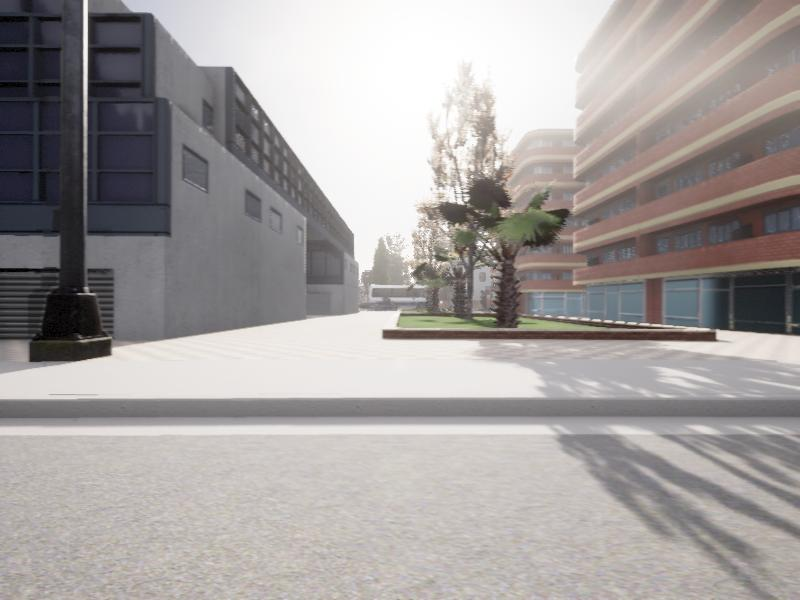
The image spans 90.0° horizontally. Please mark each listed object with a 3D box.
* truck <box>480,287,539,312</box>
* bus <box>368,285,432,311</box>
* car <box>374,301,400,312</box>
[{"bbox_3d":[17.131,-0.028,63.011,8.468,3.827,2.891,0,0,0],"label":"truck"},{"bbox_3d":[-0.004,-0.312,66.572,10.273,4.253,3.944,0,0,0],"label":"bus"},{"bbox_3d":[-2.033,1.002,62.935,3.988,1.617,1.851,0,0,0],"label":"car"}]
